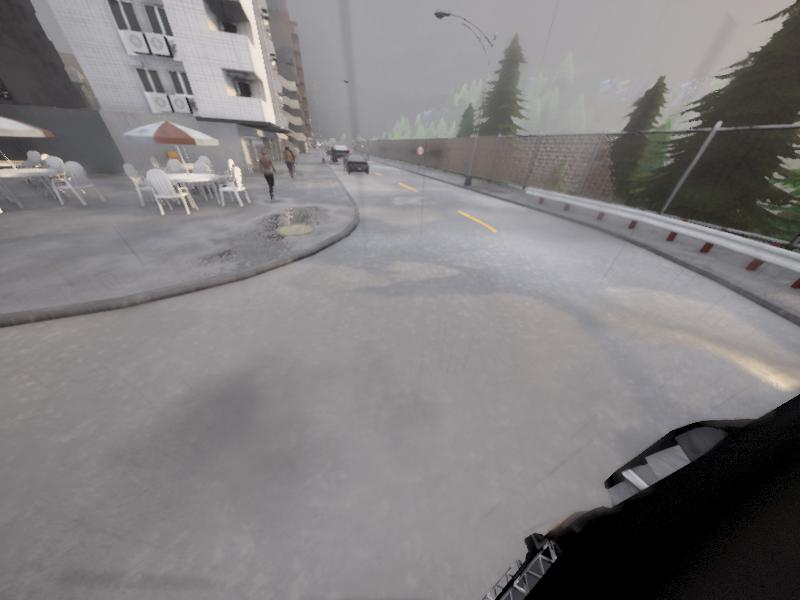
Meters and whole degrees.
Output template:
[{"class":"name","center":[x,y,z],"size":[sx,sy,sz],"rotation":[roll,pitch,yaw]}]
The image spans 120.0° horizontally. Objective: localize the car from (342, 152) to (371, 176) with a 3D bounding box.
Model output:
[{"class":"car","center":[-4.098,-12.594,21.287],"size":[1.882,1.535,5.008],"rotation":[-8,35,-16]}]

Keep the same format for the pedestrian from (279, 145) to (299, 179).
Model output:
[{"class":"pedestrian","center":[-7.324,-9.099,15.230],"size":[0.751,1.860,0.751],"rotation":[-15,37,-25]}]

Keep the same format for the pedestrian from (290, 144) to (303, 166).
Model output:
[{"class":"pedestrian","center":[-10.352,-14.458,23.087],"size":[0.751,1.860,0.751],"rotation":[-18,39,-29]}]

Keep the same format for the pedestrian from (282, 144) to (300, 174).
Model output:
[{"class":"pedestrian","center":[-8.182,-10.540,17.338],"size":[0.751,1.860,0.751],"rotation":[-16,38,-26]}]

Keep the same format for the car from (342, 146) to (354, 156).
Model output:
[{"class":"car","center":[-12.112,-34.671,53.783],"size":[2.097,1.767,4.553],"rotation":[-8,35,-16]}]

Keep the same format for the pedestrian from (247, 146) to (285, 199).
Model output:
[{"class":"pedestrian","center":[-5.447,-5.217,9.512],"size":[0.751,1.860,0.751],"rotation":[-4,34,-10]}]

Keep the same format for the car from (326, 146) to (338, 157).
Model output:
[{"class":"car","center":[-14.341,-31.211,48.515],"size":[1.930,1.638,5.238],"rotation":[-8,35,-16]}]

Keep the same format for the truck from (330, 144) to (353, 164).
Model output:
[{"class":"truck","center":[-8.284,-20.439,32.303],"size":[2.390,2.098,6.274],"rotation":[-8,35,-16]}]
